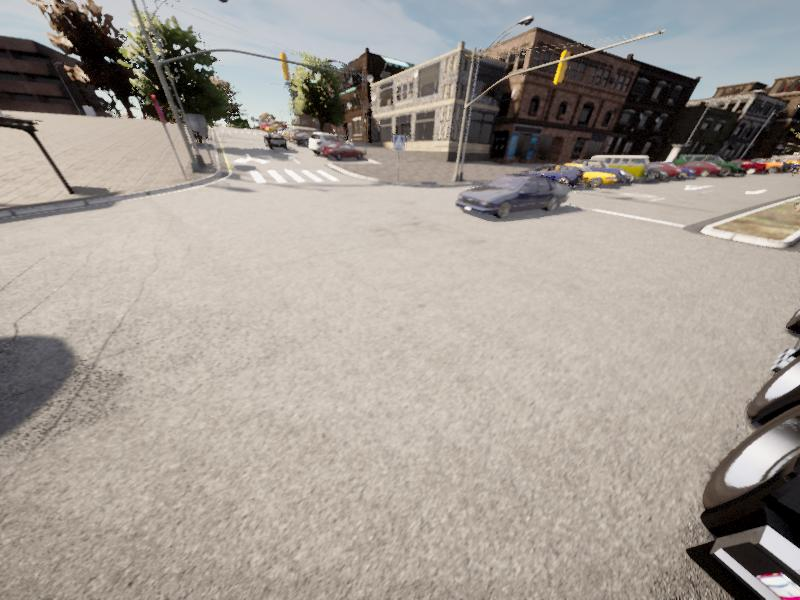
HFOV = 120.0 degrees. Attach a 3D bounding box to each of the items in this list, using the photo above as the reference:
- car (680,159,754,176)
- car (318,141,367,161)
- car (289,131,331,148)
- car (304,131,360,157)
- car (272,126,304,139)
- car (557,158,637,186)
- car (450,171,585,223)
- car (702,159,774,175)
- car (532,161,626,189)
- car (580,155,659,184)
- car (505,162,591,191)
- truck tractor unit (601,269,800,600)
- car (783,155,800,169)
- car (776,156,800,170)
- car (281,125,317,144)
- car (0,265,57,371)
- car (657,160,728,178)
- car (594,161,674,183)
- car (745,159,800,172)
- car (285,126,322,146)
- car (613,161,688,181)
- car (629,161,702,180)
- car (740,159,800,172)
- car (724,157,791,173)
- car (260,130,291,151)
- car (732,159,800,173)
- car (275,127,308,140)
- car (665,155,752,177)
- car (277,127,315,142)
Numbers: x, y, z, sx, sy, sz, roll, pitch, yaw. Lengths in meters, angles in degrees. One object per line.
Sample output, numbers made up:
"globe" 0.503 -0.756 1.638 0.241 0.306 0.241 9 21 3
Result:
"car" 38.110 -16.130 28.068 2.097 1.535 5.008 -27 41 -36
"car" -5.861 -15.479 24.039 2.002 1.452 4.674 28 41 27
"car" -12.243 -22.092 31.889 2.231 1.521 4.892 28 41 27
"car" -7.419 -17.369 25.853 2.435 2.045 5.566 28 41 27
"car" -20.230 -30.300 41.771 2.002 1.452 4.674 28 41 27
"car" 16.236 -10.769 19.270 4.553 1.767 2.185 27 41 35
"car" 5.003 -4.547 9.858 5.357 1.411 2.033 -16 37 -24
"car" 43.649 -17.401 30.106 2.097 1.535 5.008 -27 41 -35
"car" 13.698 -9.861 18.057 5.366 1.575 1.946 27 41 35
"car" 19.048 -11.515 20.272 4.442 1.987 1.878 27 41 35
"car" 10.830 -9.263 17.169 4.792 1.488 2.163 26 41 35
"truck tractor unit" 5.142 -0.259 0.806 6.516 4.208 3.053 -17 38 -25
"car" 71.577 -23.597 39.586 2.435 2.045 5.566 -25 40 -34
"car" 66.084 -22.357 37.643 1.878 1.987 4.442 -25 40 -34
"car" -15.474 -25.521 35.622 1.878 1.987 4.442 29 42 27
"car" -6.816 0.880 1.384 4.792 1.488 2.163 -19 39 -24
"car" 32.599 -14.775 25.975 2.002 1.452 4.674 -28 42 -36
"car" 21.670 -12.076 21.591 4.892 1.521 2.231 27 41 36
"car" 57.473 -20.526 35.117 1.946 1.575 5.366 -26 41 -34
"car" -13.876 -23.871 33.649 1.878 1.987 4.442 29 42 27
"car" 24.393 -12.735 22.715 4.674 1.452 2.002 28 42 36
"car" 27.122 -13.428 23.822 4.674 1.452 2.002 28 41 36
"car" 54.802 -19.862 34.058 2.097 1.535 5.008 -26 40 -35
"car" 49.228 -18.741 32.019 2.185 1.767 4.553 -27 41 -35
"car" -14.415 -18.406 26.668 2.128 1.511 4.902 -17 43 -28
"car" 52.014 -19.249 33.074 2.231 1.521 4.892 -26 41 -35
"car" -18.617 -28.655 39.805 2.002 1.452 4.674 29 41 27
"car" 35.376 -15.677 26.868 2.435 2.045 5.566 -27 42 -37
"car" -16.908 -27.119 37.931 1.946 1.575 5.366 28 41 27
